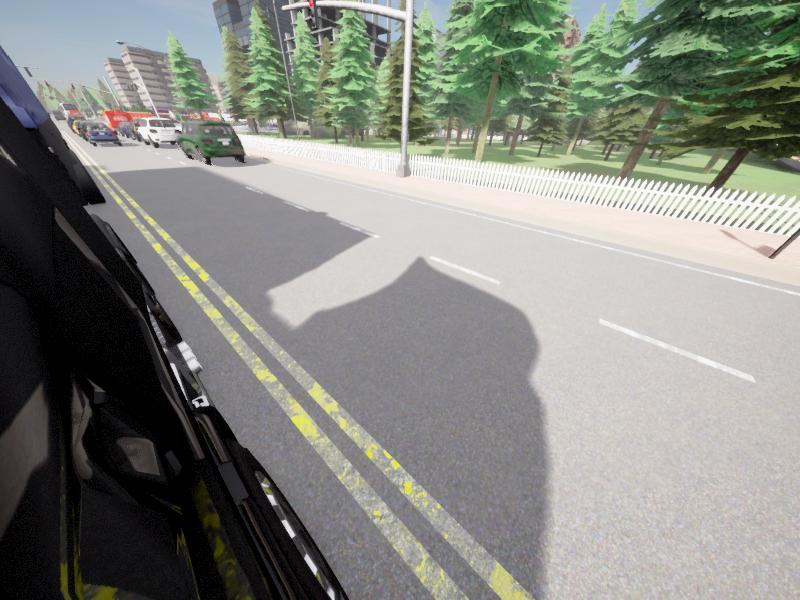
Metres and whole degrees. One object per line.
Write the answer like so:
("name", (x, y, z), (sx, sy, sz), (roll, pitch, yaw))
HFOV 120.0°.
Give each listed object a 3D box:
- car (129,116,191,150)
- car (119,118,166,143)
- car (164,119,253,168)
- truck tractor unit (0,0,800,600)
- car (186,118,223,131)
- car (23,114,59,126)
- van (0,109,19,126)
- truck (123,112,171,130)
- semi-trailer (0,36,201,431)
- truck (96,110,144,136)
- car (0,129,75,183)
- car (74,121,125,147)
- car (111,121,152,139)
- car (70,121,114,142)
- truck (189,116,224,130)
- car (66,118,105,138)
("car", (-20.939, -14.596, 20.118), (5.566, 2.045, 2.150), (28, 44, 30))
("car", (-26.499, -17.485, 23.767), (4.605, 1.855, 1.932), (28, 44, 30))
("car", (-11.760, -9.728, 14.194), (5.566, 2.045, 2.150), (28, 43, 29))
("truck tractor unit", (-2.645, -0.295, 0.351), (6.516, 4.208, 3.053), (28, 44, 30))
("car", (-43.669, -39.385, 51.806), (2.150, 2.045, 5.566), (27, 43, 29))
("car", (-64.129, -32.081, 41.237), (4.792, 1.488, 2.163), (18, 40, 20))
("van", (-64.153, -29.370, 37.148), (4.480, 2.038, 2.069), (28, 44, 30))
("truck", (-47.331, -33.551, 43.425), (2.627, 2.467, 5.204), (28, 44, 30))
("semi-trailer", (-8.660, -3.633, 4.262), (14.254, 4.402, 2.717), (29, 44, 30))
("truck", (-36.382, -22.982, 29.997), (5.204, 2.467, 2.627), (28, 44, 30))
("car", (-15.557, -6.031, 9.508), (3.806, 1.475, 1.970), (28, 44, 30))
("car", (-24.990, -13.815, 19.231), (3.705, 1.549, 1.789), (28, 44, 30))
("car", (-31.513, -19.987, 27.127), (4.792, 1.488, 2.163), (28, 44, 30))
("car", (-29.836, -16.358, 22.390), (4.193, 1.474, 1.816), (28, 44, 30))
("truck", (-45.426, -41.645, 54.370), (2.627, 2.467, 5.204), (27, 43, 29))
("car", (-35.186, -19.247, 25.825), (5.366, 1.575, 1.801), (28, 44, 30))
